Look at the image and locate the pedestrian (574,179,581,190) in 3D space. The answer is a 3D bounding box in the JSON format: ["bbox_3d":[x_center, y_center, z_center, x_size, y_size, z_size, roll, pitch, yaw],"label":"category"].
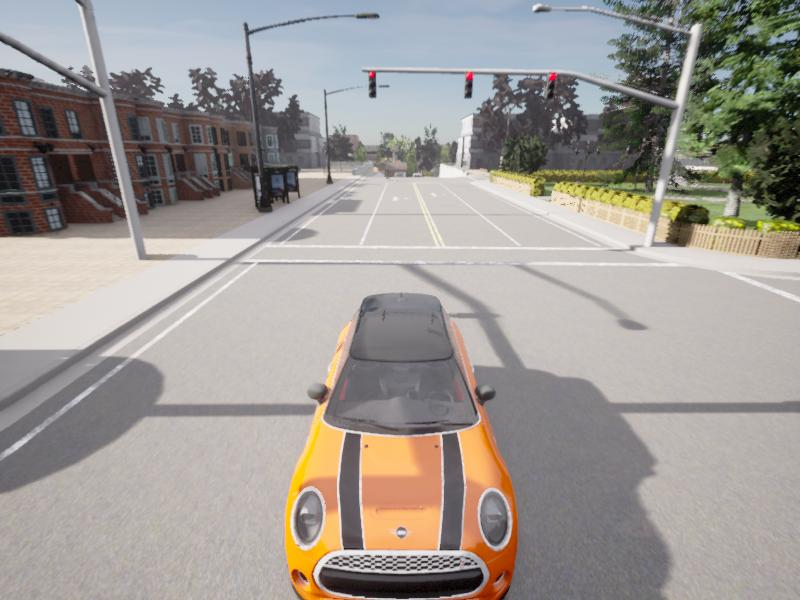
[{"bbox_3d":[18.966,-12.350,42.746,0.500,1.100,0.500,13,24,31],"label":"pedestrian"}]

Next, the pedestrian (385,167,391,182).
[{"bbox_3d":[-1.658,-17.465,55.628,0.751,1.860,0.751,2,20,4],"label":"pedestrian"}]

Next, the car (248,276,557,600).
[{"bbox_3d":[0.014,1.203,5.150,2.097,1.767,4.553,0,20,0],"label":"car"}]

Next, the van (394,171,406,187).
[{"bbox_3d":[0.073,-25.016,82.785,2.351,2.431,6.366,0,9,0],"label":"van"}]
